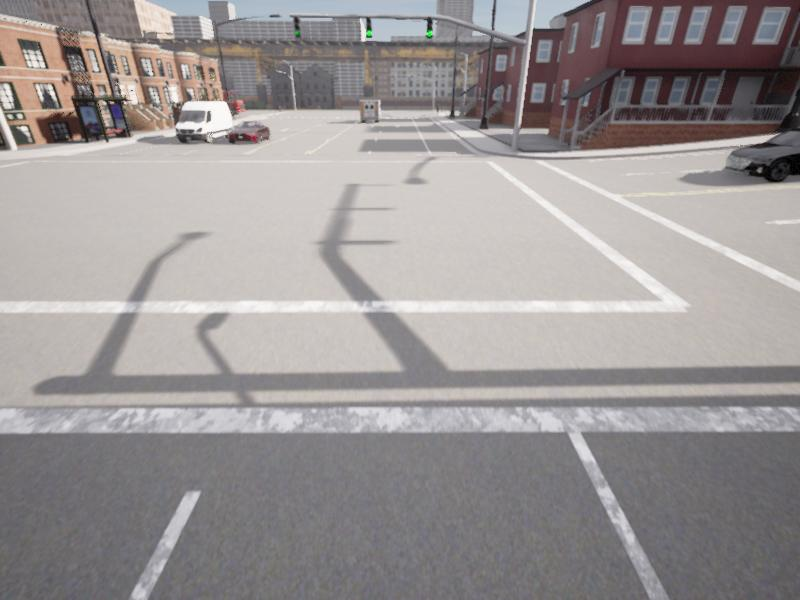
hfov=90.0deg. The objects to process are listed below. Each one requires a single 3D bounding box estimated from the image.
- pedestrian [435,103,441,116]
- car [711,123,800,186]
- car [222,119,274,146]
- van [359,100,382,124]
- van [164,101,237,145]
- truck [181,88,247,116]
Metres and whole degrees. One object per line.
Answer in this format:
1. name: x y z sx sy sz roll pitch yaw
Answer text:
1. pedestrian: 5.962 -29.931 62.790 0.751 1.860 0.751 0 27 -1
2. car: 14.572 -5.355 14.348 4.856 1.649 2.033 -4 27 2
3. car: -10.513 -11.796 28.050 1.994 1.385 4.181 0 27 0
4. van: -3.531 -23.057 48.823 2.351 2.431 6.366 0 27 0
5. van: -14.024 -12.797 28.712 1.988 2.561 5.915 0 27 0
6. truck: -29.397 -31.411 63.484 8.468 3.827 2.891 0 27 0
